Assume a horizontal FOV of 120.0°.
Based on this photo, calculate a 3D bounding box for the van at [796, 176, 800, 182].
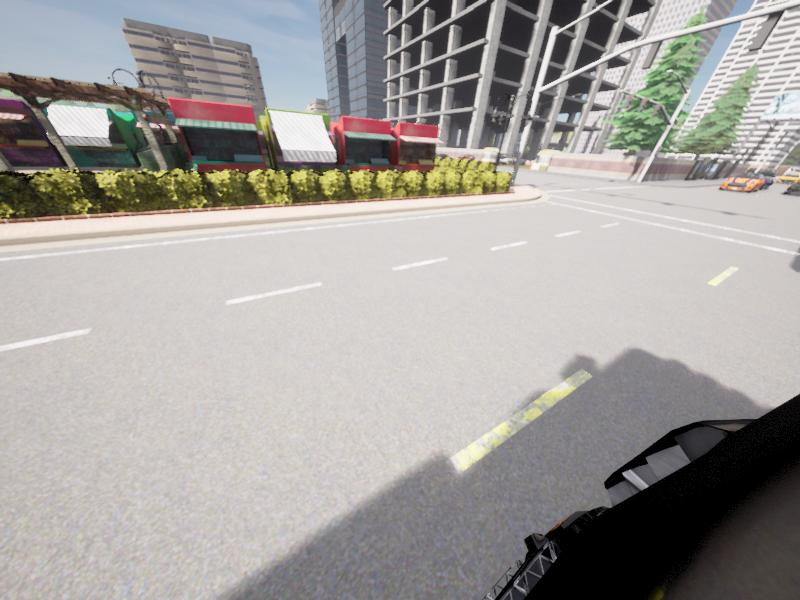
[{"bbox_3d":[86.180,-24.993,46.533,1.988,2.561,5.915,-15,38,-25],"label":"van"}]

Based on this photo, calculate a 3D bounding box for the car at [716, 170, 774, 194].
[{"bbox_3d":[34.927,-12.012,23.397,4.553,1.767,2.097,-15,38,-25],"label":"car"}]

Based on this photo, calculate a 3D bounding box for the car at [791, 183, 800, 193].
[{"bbox_3d":[45.957,-12.665,25.567,4.892,1.490,1.837,-15,38,-25],"label":"car"}]

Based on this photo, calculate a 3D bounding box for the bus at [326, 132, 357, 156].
[{"bbox_3d":[-14.295,-37.867,56.081,3.944,4.253,10.273,-15,38,-26],"label":"bus"}]

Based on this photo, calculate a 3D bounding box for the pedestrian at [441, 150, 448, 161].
[{"bbox_3d":[9.498,-30.912,49.391,0.751,1.860,0.751,-15,38,-25],"label":"pedestrian"}]

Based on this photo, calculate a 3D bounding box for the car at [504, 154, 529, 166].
[{"bbox_3d":[23.452,-28.331,46.688,1.905,1.878,3.866,-15,38,-25],"label":"car"}]

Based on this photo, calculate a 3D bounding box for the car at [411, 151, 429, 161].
[{"bbox_3d":[4.100,-29.708,47.721,1.789,1.549,3.705,-16,38,-26],"label":"car"}]

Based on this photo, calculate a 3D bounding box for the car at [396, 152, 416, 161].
[{"bbox_3d":[1.185,-28.660,46.064,1.994,1.385,4.181,-15,38,-26],"label":"car"}]

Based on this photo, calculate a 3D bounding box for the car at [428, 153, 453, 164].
[{"bbox_3d":[7.434,-26.333,42.908,1.882,1.535,5.008,-15,38,-26],"label":"car"}]

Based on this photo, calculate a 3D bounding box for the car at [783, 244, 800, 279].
[{"bbox_3d":[12.151,-1.351,5.658,4.902,1.511,2.128,-16,38,-27],"label":"car"}]

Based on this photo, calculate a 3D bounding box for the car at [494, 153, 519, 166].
[{"bbox_3d":[20.890,-27.634,45.422,1.905,1.878,3.866,-15,38,-25],"label":"car"}]

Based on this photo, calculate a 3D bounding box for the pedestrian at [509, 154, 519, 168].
[{"bbox_3d":[18.200,-22.191,36.923,0.751,1.860,0.751,-16,38,-26],"label":"pedestrian"}]

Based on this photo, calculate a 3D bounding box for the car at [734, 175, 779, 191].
[{"bbox_3d":[41.021,-13.459,26.539,4.718,1.301,1.895,-15,38,-25],"label":"car"}]

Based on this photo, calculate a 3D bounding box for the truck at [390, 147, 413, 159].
[{"bbox_3d":[0.282,-33.795,53.090,2.390,2.098,6.274,-15,38,-26],"label":"truck"}]

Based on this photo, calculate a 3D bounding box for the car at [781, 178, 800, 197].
[{"bbox_3d":[39.673,-10.960,22.472,4.892,1.490,1.837,-15,38,-26],"label":"car"}]

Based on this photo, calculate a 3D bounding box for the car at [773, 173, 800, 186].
[{"bbox_3d":[62.828,-19.468,37.203,5.008,1.535,1.882,-15,38,-25],"label":"car"}]

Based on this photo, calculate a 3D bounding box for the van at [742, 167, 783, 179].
[{"bbox_3d":[82.250,-28.814,52.524,1.775,1.987,4.442,-15,38,-25],"label":"van"}]

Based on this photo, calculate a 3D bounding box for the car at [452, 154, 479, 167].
[{"bbox_3d":[10.699,-23.079,38.195,1.851,1.617,3.988,-15,38,-26],"label":"car"}]
